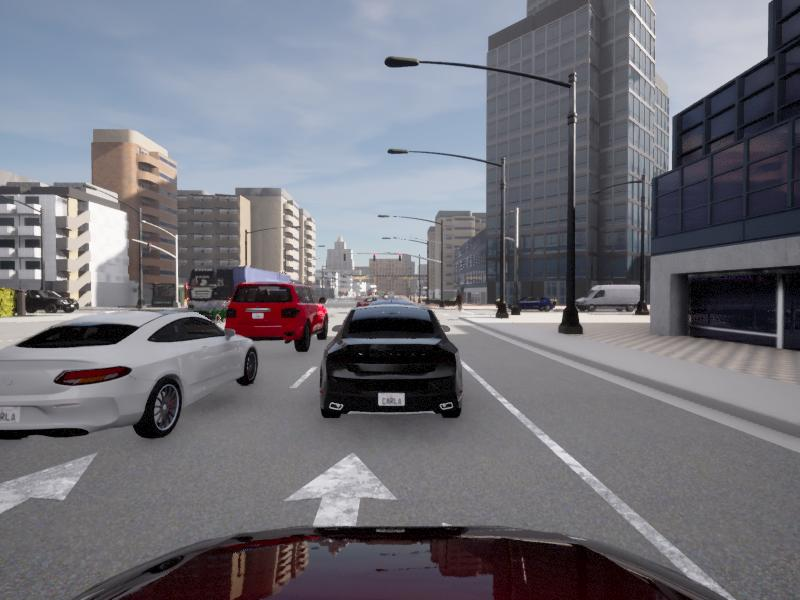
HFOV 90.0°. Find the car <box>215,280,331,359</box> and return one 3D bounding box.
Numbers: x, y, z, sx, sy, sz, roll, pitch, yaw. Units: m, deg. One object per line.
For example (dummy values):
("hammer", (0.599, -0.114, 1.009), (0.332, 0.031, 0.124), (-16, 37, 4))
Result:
("car", (-3.796, 0.479, 13.206), (2.150, 2.045, 5.566), (0, 1, -1))

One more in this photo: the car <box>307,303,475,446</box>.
("car", (-0.149, 0.835, 6.827), (1.837, 1.490, 4.892), (0, 0, -1))

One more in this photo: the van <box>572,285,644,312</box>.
("van", (19.906, -0.155, 38.479), (5.915, 2.561, 1.988), (0, 1, -1))

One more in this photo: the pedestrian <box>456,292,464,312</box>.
("pedestrian", (5.678, 0.167, 37.909), (0.751, 1.860, 0.751), (0, 1, 9))

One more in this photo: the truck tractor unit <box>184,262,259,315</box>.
("truck tractor unit", (-15.569, -0.949, 35.481), (3.053, 4.208, 6.516), (0, 1, 9))

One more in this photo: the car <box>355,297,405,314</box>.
("car", (-1.715, 0.442, 35.337), (4.193, 1.474, 1.816), (0, 1, 8))

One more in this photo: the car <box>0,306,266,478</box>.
("car", (-3.631, 0.861, 5.908), (1.812, 1.442, 4.674), (0, 0, -1))

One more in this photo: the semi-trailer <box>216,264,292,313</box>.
("semi-trailer", (-15.156, -1.154, 43.373), (2.717, 4.402, 14.254), (0, 1, 1))

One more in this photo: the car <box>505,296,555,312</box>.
("car", (12.427, 0.376, 38.379), (4.193, 1.474, 1.816), (0, 1, -1))

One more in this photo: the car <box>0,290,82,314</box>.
("car", (-30.852, 0.145, 34.241), (5.566, 2.045, 2.150), (0, 1, -1))

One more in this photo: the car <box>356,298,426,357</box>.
("car", (-0.289, 0.737, 13.310), (1.882, 1.535, 5.008), (0, 1, -1))

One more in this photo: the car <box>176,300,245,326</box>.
("car", (-11.032, 0.712, 23.708), (1.895, 1.301, 4.718), (0, 1, -1))
